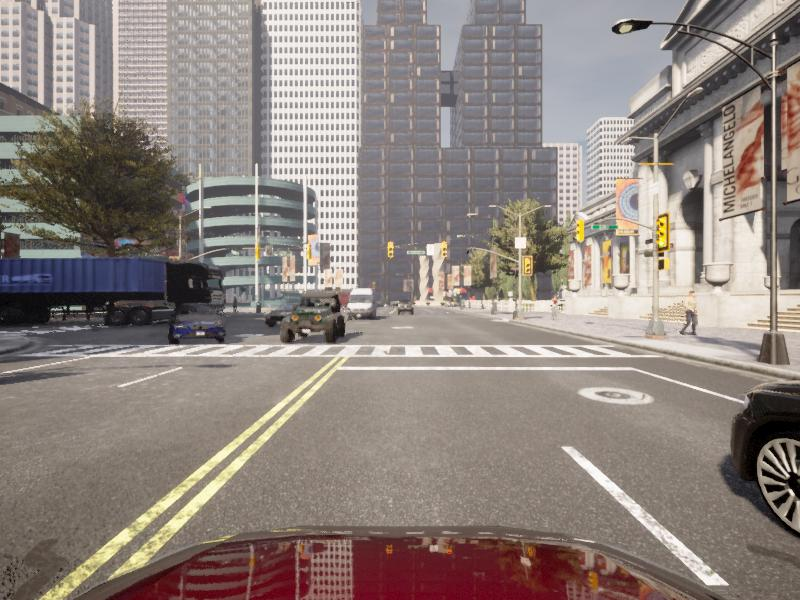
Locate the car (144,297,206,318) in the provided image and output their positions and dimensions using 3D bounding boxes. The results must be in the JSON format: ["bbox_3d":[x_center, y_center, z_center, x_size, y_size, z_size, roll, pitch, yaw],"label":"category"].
[{"bbox_3d":[-20.603,0.653,36.849,4.605,1.855,1.932,0,1,-4],"label":"car"}]

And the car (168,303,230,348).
[{"bbox_3d":[-7.879,0.854,15.467,1.816,1.474,4.193,0,0,-31],"label":"car"}]

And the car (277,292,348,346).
[{"bbox_3d":[-3.284,0.645,15.806,1.905,1.878,3.866,0,0,1],"label":"car"}]

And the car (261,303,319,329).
[{"bbox_3d":[-6.656,0.895,24.827,2.033,1.411,5.357,0,0,1],"label":"car"}]

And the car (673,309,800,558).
[{"bbox_3d":[3.511,0.836,1.169,2.128,1.511,4.902,0,0,1],"label":"car"}]

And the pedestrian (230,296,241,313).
[{"bbox_3d":[-17.565,0.485,42.704,0.751,1.860,0.751,0,0,15],"label":"pedestrian"}]

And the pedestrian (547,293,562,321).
[{"bbox_3d":[10.708,0.485,27.669,0.751,1.860,0.751,0,0,0],"label":"pedestrian"}]

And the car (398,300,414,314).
[{"bbox_3d":[0.672,0.788,47.181,1.851,1.617,3.988,0,0,1],"label":"car"}]

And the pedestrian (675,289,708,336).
[{"bbox_3d":[11.624,0.485,15.981,0.751,1.860,0.751,0,0,-8],"label":"pedestrian"}]

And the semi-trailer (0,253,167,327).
[{"bbox_3d":[-22.731,-0.619,25.581,14.254,4.402,2.717,0,0,2],"label":"semi-trailer"}]

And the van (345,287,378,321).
[{"bbox_3d":[-3.042,0.323,32.842,1.988,2.561,5.915,0,0,1],"label":"van"}]

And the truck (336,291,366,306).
[{"bbox_3d":[-12.917,-0.325,104.430,8.468,3.827,2.891,0,0,40],"label":"truck"}]

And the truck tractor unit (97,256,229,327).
[{"bbox_3d":[-14.815,-0.500,25.451,6.516,4.208,3.053,0,0,-2],"label":"truck tractor unit"}]
